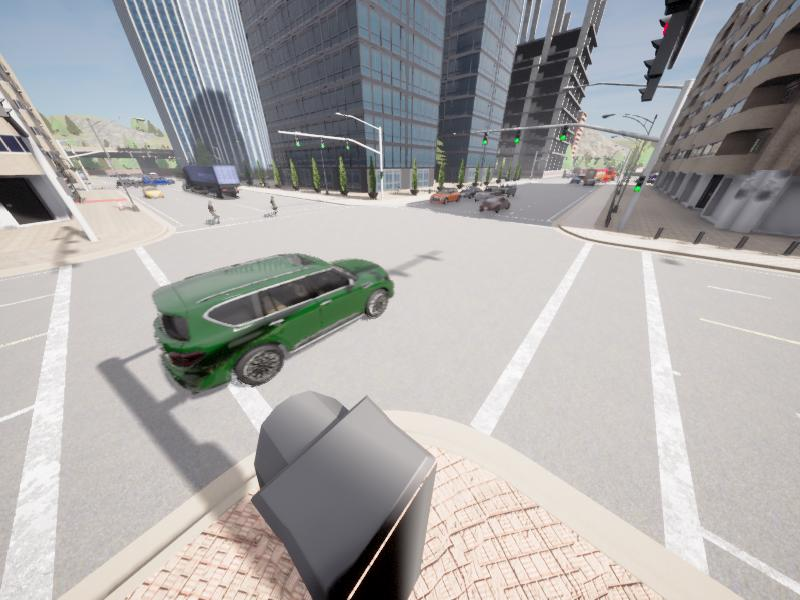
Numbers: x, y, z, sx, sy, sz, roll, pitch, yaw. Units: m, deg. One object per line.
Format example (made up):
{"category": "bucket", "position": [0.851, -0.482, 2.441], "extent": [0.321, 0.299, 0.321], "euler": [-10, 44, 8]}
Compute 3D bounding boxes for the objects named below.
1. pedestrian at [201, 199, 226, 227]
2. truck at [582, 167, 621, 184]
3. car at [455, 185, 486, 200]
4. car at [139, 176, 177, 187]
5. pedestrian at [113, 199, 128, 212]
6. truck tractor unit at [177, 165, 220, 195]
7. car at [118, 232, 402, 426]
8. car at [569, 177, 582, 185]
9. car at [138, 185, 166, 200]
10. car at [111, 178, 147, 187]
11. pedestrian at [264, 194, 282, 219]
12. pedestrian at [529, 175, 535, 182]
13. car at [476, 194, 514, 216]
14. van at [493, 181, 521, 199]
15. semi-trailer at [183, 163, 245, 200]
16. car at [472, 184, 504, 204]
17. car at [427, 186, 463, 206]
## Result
{"category": "pedestrian", "position": [-14.260, -6.685, 17.675], "extent": [0.751, 1.860, 0.751], "euler": [21, 36, 32]}
{"category": "truck", "position": [55.208, -34.244, 63.385], "extent": [8.468, 3.827, 2.891], "euler": [-10, 31, -17]}
{"category": "car", "position": [10.100, -15.400, 33.058], "extent": [2.128, 1.511, 4.902], "euler": [23, 37, 34]}
{"category": "car", "position": [-56.165, -27.564, 53.696], "extent": [2.150, 2.045, 5.566], "euler": [22, 36, 33]}
{"category": "pedestrian", "position": [-27.191, -9.194, 22.476], "extent": [0.500, 1.100, 0.500], "euler": [23, 37, 34]}
{"category": "truck tractor unit", "position": [-34.822, -20.835, 39.916], "extent": [6.516, 4.208, 3.053], "euler": [23, 37, 34]}
{"category": "car", "position": [-2.589, -0.062, 6.010], "extent": [2.150, 2.045, 5.566], "euler": [23, 37, 34]}
{"category": "car", "position": [45.806, -31.053, 60.144], "extent": [1.882, 1.535, 5.008], "euler": [22, 37, 33]}
{"category": "car", "position": [-36.082, -15.677, 33.578], "extent": [5.366, 1.575, 1.801], "euler": [23, 37, 34]}
{"category": "car", "position": [-64.081, -27.942, 54.761], "extent": [1.930, 1.638, 5.238], "euler": [2, 30, 3]}
{"category": "pedestrian", "position": [-11.183, -8.271, 20.405], "extent": [0.751, 1.860, 0.751], "euler": [24, 38, 35]}
{"category": "pedestrian", "position": [37.115, -34.265, 65.029], "extent": [0.751, 1.860, 0.751], "euler": [-26, 39, -37]}
{"category": "car", "position": [9.567, -9.659, 23.181], "extent": [1.812, 1.442, 4.674], "euler": [23, 37, 34]}
{"category": "van", "position": [15.712, -16.227, 33.959], "extent": [2.069, 2.038, 4.480], "euler": [23, 37, 34]}
{"category": "semi-trailer", "position": [-28.748, -18.399, 35.453], "extent": [14.254, 4.402, 2.717], "euler": [23, 37, 34]}
{"category": "car", "position": [11.313, -13.571, 29.522], "extent": [1.932, 1.855, 4.605], "euler": [23, 37, 34]}
{"category": "car", "position": [5.584, -12.881, 28.411], "extent": [2.097, 1.767, 4.553], "euler": [23, 37, 34]}
